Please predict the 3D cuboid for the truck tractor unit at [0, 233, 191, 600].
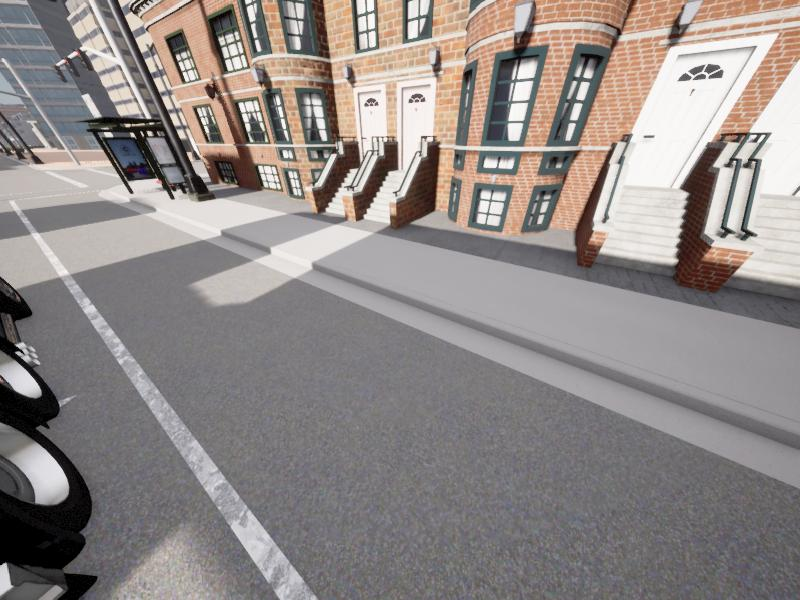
[{"bbox_3d":[-5.057,-0.352,0.851,6.516,4.208,3.053,21,40,27],"label":"truck tractor unit"}]
